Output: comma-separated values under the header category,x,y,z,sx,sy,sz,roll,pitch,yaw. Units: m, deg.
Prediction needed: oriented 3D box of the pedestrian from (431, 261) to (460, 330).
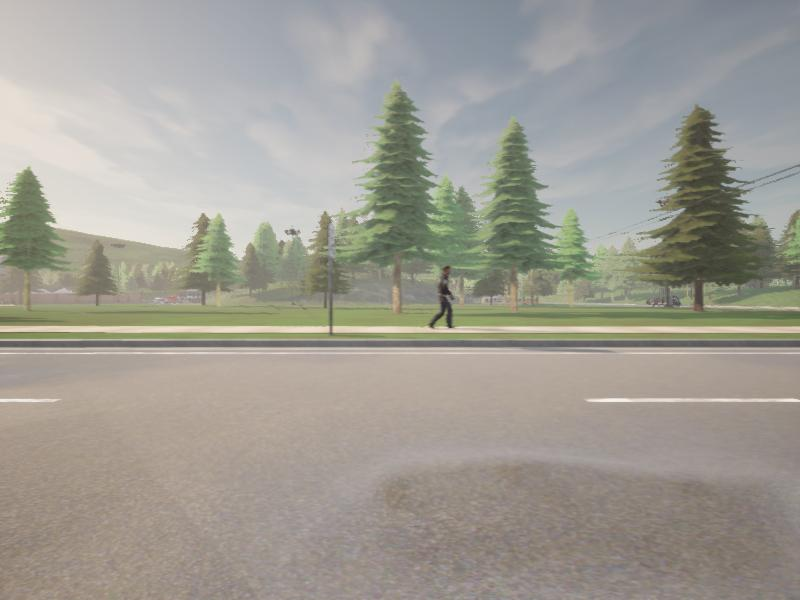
category,x,y,z,sx,sy,sz,roll,pitch,yaw
pedestrian,1.260,-0.115,11.158,0.751,1.860,0.751,0,0,1

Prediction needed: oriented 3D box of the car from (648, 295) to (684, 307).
category,x,y,z,sx,sy,sz,roll,pitch,yaw
car,39.088,0.176,58.982,2.033,1.649,4.856,0,0,1
